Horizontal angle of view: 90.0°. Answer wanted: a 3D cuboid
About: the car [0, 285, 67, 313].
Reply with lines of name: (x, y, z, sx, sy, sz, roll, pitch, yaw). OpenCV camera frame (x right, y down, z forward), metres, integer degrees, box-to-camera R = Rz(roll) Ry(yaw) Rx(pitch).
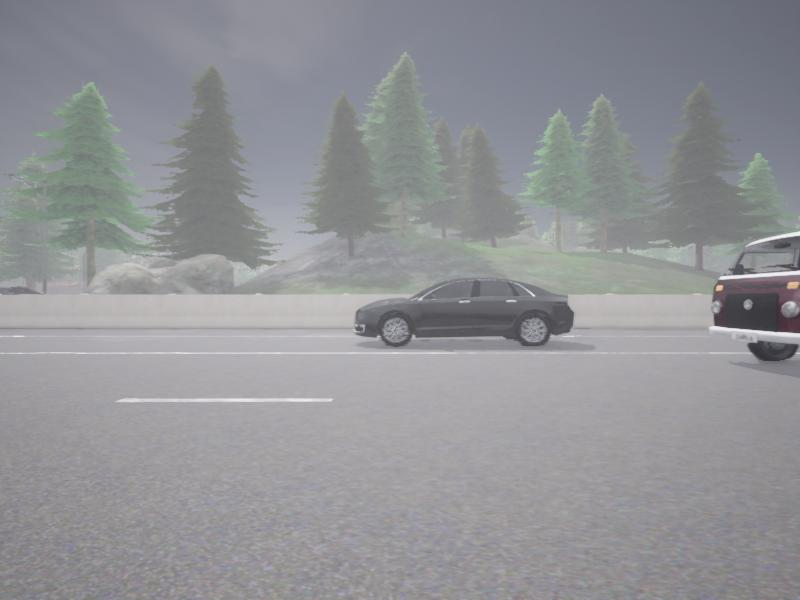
car: (-24.106, -0.023, 25.269, 2.033, 1.649, 4.856, 0, -1, 1)

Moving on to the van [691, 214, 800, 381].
van: (7.128, -0.029, 5.669, 4.480, 2.038, 2.069, 0, 0, 0)

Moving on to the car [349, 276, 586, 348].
car: (1.395, 0.244, 9.196, 4.892, 1.490, 1.837, 0, 0, 0)
